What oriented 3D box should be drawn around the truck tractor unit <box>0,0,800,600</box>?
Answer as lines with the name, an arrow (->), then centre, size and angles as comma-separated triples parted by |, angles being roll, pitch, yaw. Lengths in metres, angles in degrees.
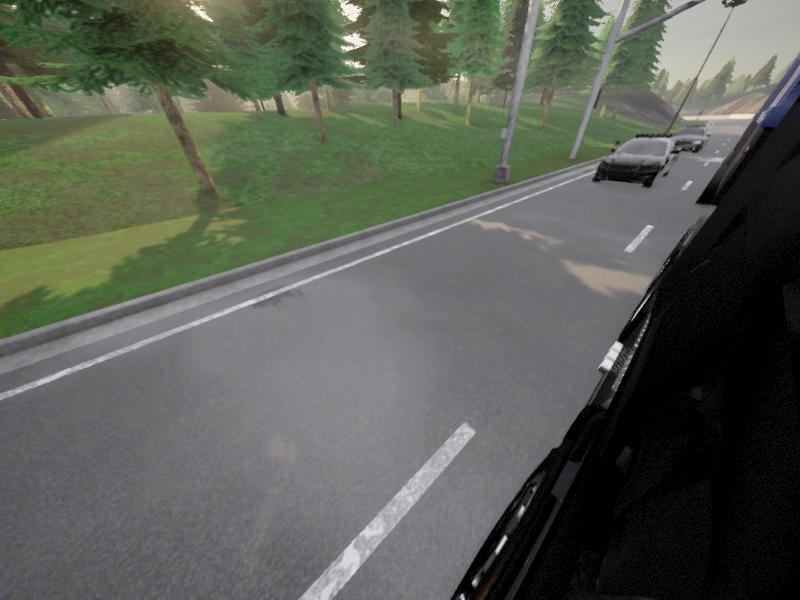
truck tractor unit -> 2.645, -0.295, 0.352 | 6.516, 4.208, 3.053 | -28, 44, -30

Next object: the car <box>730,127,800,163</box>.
car -> 21.014, -8.909, 13.155 | 4.181, 1.385, 1.994 | -28, 44, -30

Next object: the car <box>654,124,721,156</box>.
car -> 20.482, -11.439, 16.437 | 4.974, 1.542, 2.038 | -28, 44, -30

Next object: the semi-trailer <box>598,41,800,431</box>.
semi-trailer -> 8.693, -3.599, 4.247 | 14.254, 4.402, 2.717 | -28, 44, -30

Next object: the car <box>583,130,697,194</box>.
car -> 9.985, -5.885, 9.552 | 5.238, 1.638, 1.930 | -28, 44, -30
